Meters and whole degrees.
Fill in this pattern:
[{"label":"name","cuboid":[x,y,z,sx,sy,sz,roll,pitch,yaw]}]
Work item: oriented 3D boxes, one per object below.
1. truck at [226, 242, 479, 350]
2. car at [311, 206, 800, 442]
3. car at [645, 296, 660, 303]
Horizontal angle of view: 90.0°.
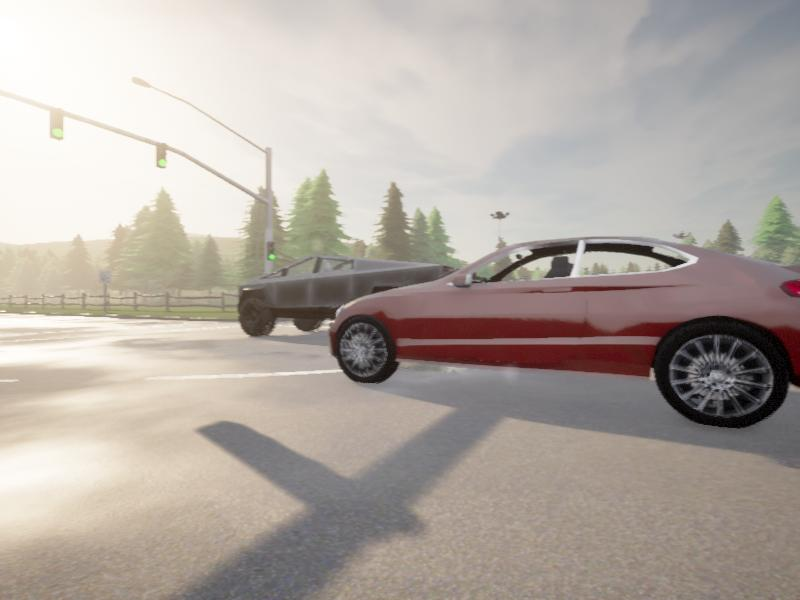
[{"label":"truck","cuboid":[-1.382,-0.085,10.356,6.274,2.098,2.390,0,0,29]},{"label":"car","cuboid":[1.610,0.164,4.687,5.027,1.651,2.152,0,0,29]},{"label":"car","cuboid":[56.389,-0.022,89.515,2.128,1.511,4.902,0,0,24]}]
